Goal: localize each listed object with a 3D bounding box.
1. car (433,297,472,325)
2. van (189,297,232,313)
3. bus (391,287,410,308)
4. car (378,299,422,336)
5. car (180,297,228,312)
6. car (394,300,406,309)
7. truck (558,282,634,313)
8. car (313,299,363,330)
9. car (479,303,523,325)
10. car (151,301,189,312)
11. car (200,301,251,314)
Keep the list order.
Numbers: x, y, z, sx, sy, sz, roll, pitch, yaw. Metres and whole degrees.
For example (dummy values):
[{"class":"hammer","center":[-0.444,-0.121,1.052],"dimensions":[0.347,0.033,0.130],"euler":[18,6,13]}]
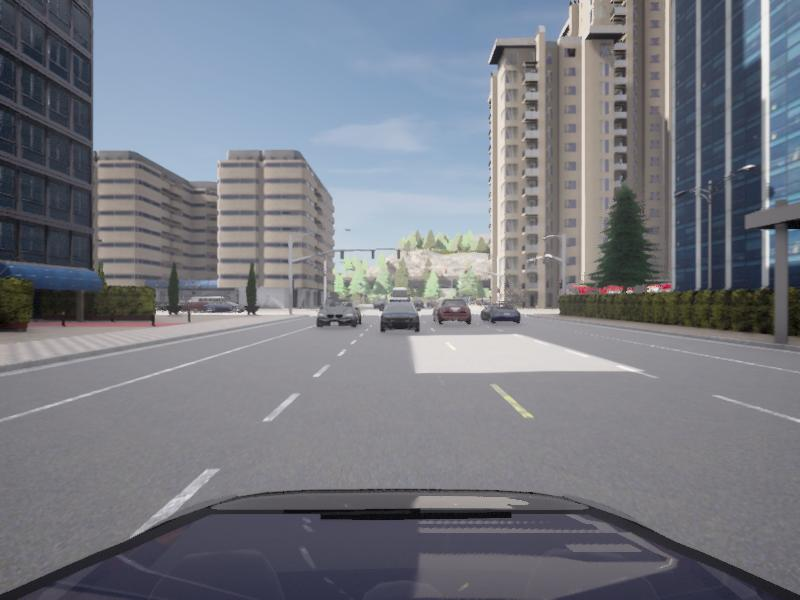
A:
[{"class":"car","center":[3.499,0.699,27.462],"dimensions":[2.097,1.767,4.553],"euler":[0,0,0]},{"class":"van","center":[-23.150,0.606,48.893],"dimensions":[4.442,1.987,1.775],"euler":[0,0,1]},{"class":"bus","center":[0.122,-0.524,87.847],"dimensions":[3.944,4.253,10.273],"euler":[0,0,0]},{"class":"car","center":[-0.001,0.775,20.456],"dimensions":[1.930,1.638,5.238],"euler":[0,0,0]},{"class":"car","center":[-27.377,0.576,55.945],"dimensions":[5.566,2.045,2.150],"euler":[0,0,-1]},{"class":"car","center":[0.002,0.765,73.176],"dimensions":[2.242,1.667,4.611],"euler":[0,0,0]},{"class":"truck","center":[25.313,-0.312,51.909],"dimensions":[8.468,3.827,2.891],"euler":[0,0,1]},{"class":"car","center":[-3.501,0.760,23.674],"dimensions":[2.242,1.667,4.611],"euler":[0,0,0]},{"class":"car","center":[7.001,0.911,28.182],"dimensions":[1.994,1.385,4.181],"euler":[0,0,0]},{"class":"car","center":[-30.122,0.862,52.462],"dimensions":[3.806,1.475,1.970],"euler":[0,0,1]},{"class":"car","center":[-19.705,0.859,45.357],"dimensions":[4.792,1.488,2.163],"euler":[0,0,1]}]
